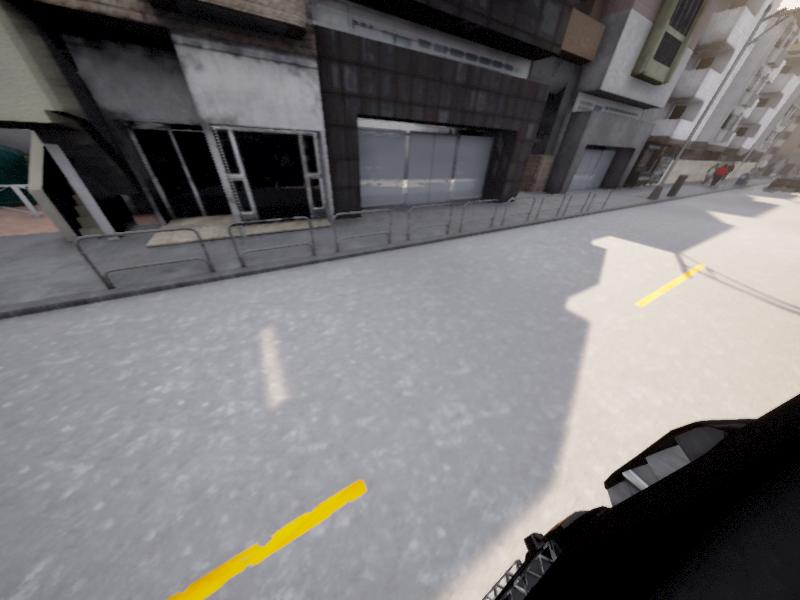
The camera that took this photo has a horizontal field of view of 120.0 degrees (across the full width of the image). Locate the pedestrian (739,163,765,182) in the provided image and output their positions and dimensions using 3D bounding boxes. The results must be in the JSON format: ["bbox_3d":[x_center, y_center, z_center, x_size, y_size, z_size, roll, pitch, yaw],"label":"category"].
[{"bbox_3d":[41.618,-15.052,27.311,0.751,1.860,0.751,-11,37,-20],"label":"pedestrian"}]

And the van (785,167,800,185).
[{"bbox_3d":[50.630,-15.394,28.559,4.480,2.038,2.069,-15,38,-26],"label":"van"}]

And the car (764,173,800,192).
[{"bbox_3d":[37.817,-11.397,22.358,4.718,1.301,1.895,-16,38,-26],"label":"car"}]

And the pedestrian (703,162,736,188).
[{"bbox_3d":[27.086,-10.570,19.609,0.751,1.860,0.751,-18,39,-28],"label":"pedestrian"}]

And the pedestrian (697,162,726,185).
[{"bbox_3d":[29.492,-11.984,21.878,0.751,1.860,0.751,-16,39,-26],"label":"pedestrian"}]

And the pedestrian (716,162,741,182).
[{"bbox_3d":[36.284,-14.109,25.523,0.751,1.860,0.751,-24,42,-34],"label":"pedestrian"}]
